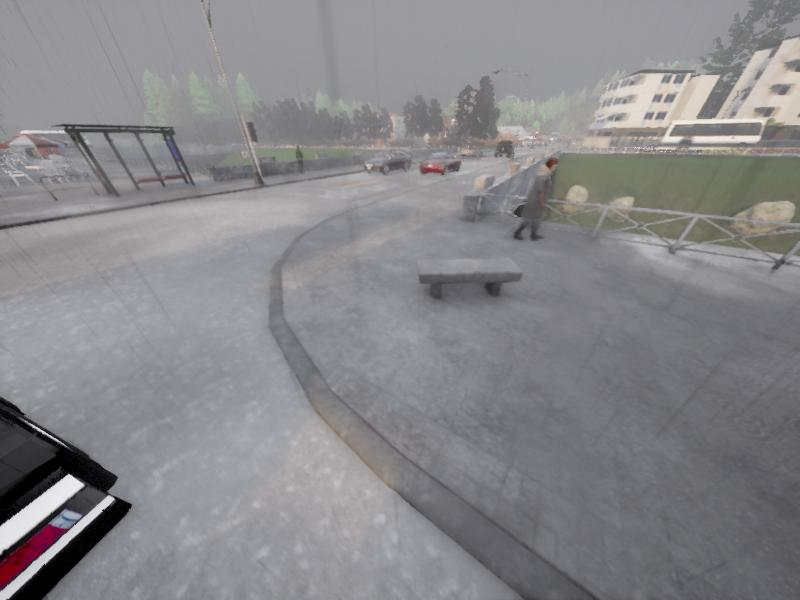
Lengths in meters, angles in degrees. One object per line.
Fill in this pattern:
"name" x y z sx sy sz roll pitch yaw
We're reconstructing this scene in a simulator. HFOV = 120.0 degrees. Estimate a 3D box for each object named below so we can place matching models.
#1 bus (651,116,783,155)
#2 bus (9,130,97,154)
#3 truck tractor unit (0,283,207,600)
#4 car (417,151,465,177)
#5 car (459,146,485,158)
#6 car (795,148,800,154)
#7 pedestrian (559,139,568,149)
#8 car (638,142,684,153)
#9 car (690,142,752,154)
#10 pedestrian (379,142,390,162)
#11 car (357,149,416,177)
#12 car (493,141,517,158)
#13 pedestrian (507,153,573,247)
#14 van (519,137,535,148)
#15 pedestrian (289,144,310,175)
"bus" 45.894 -24.364 34.519 10.273 4.253 3.944 22 41 28
"bus" -80.249 -36.870 53.886 3.944 4.253 10.273 20 40 27
"truck tractor unit" -5.255 -0.124 0.534 6.516 4.208 3.053 12 37 16
"car" 3.237 -10.606 17.896 1.994 1.385 4.181 20 40 27
"car" 10.342 -21.142 32.920 1.895 1.301 4.718 20 40 27
"car" 59.062 -21.005 31.981 3.806 1.475 1.970 20 40 27
"pedestrian" 35.530 -33.894 50.098 0.751 1.860 0.751 -11 36 -14
"car" 44.543 -26.241 39.618 4.892 1.490 1.837 21 40 27
"car" 50.491 -24.105 36.584 5.357 1.411 2.033 20 40 27
"pedestrian" -1.683 -16.241 25.349 0.751 1.860 0.751 23 41 30
"car" -0.918 -11.080 18.498 2.128 1.511 4.902 21 40 27
"car" 14.684 -21.037 32.199 1.905 1.878 3.866 20 40 27
"pedestrian" 3.227 -2.320 5.434 0.751 1.860 0.751 19 40 26
"van" 35.547 -44.108 64.431 2.351 2.431 6.366 20 40 27
"pedestrian" -7.340 -10.284 16.910 0.751 1.860 0.751 7 36 10
